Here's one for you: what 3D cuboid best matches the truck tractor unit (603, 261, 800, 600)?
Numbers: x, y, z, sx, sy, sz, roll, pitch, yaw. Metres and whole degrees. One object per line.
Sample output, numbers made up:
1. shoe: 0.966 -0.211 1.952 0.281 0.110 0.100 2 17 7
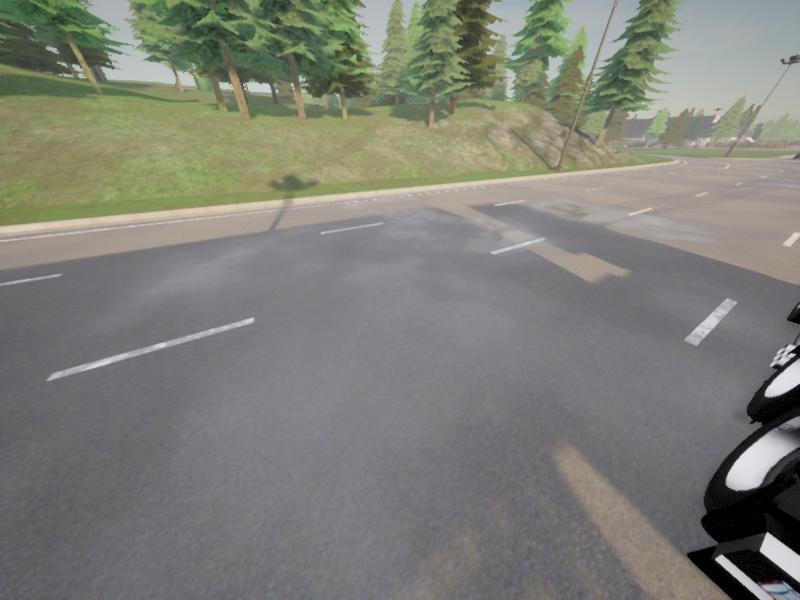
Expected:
1. truck tractor unit: 5.105 -0.306 0.793 6.516 4.208 3.053 -18 39 -24
